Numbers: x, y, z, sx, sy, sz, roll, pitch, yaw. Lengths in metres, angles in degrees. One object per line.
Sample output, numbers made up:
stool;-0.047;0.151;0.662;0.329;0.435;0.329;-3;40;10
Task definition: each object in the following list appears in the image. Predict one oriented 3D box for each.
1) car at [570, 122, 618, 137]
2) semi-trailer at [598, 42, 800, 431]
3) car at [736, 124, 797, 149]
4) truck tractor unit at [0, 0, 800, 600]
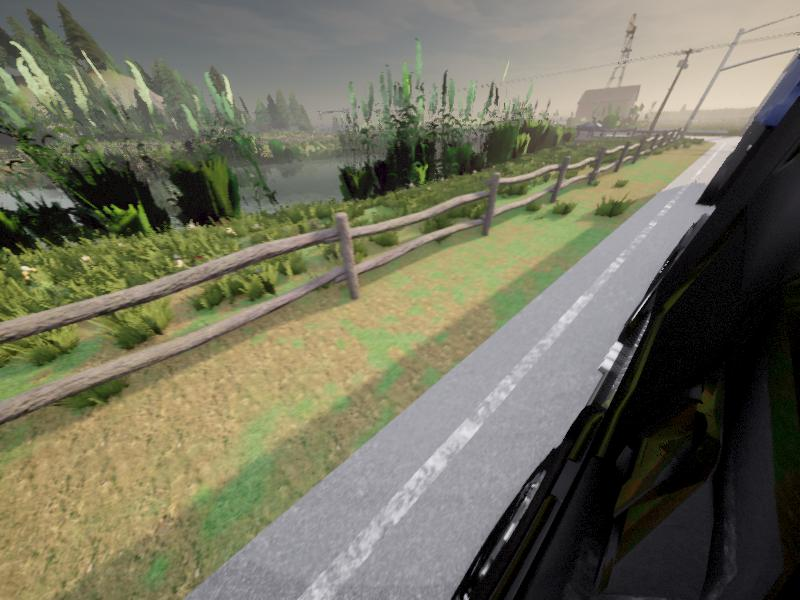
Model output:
car;27.093;-24.024;32.436;1.812;1.442;4.674;-26;45;-28
semi-trailer;8.708;-3.577;4.249;14.254;4.402;2.717;-28;44;-30
car;28.828;-12.945;18.231;4.181;1.385;1.994;-27;43;-29
truck tractor unit;2.645;-0.295;0.351;6.516;4.208;3.053;-28;44;-30
